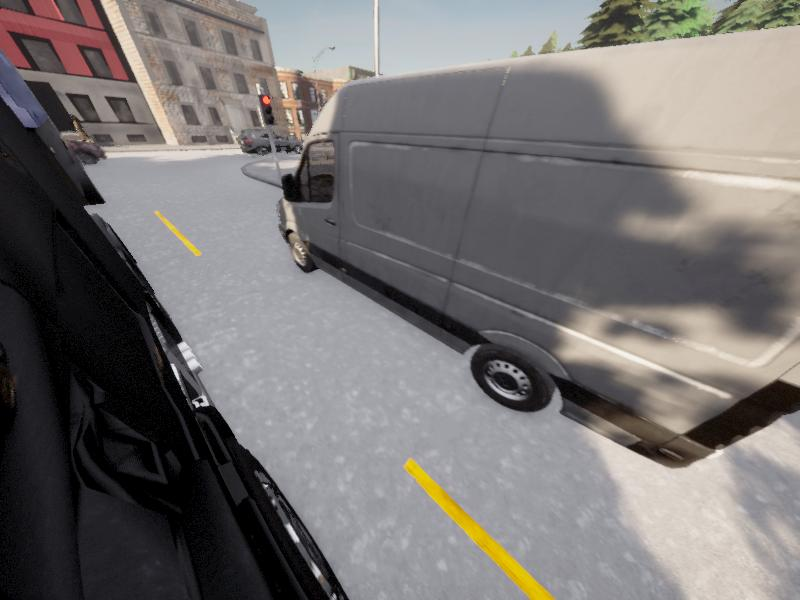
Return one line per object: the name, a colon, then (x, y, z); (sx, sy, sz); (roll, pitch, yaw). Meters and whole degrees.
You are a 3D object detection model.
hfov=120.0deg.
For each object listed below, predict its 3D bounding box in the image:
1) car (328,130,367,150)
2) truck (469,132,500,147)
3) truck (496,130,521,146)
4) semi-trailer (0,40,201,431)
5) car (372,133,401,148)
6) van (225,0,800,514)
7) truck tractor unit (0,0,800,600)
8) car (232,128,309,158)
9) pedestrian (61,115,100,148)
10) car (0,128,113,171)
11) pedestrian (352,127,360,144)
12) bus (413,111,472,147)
car: (-5.886, -18.371, 26.514); (1.851, 1.617, 3.988); (29, 44, 30)
truck: (15.167, -28.794, 41.417); (2.390, 2.098, 6.274); (29, 44, 30)
truck: (22.710, -33.912, 48.443); (2.627, 2.467, 5.204); (29, 44, 30)
semi-trailer: (-8.680, -3.618, 4.245); (14.254, 4.402, 2.717); (28, 44, 30)
car: (-1.723, -21.086, 30.481); (1.845, 1.501, 3.633); (29, 44, 30)
van: (0.378, -1.122, 3.067); (5.915, 2.561, 1.988); (29, 44, 31)
truck tractor unit: (-2.645, -0.295, 0.351); (6.516, 4.208, 3.053); (28, 44, 30)
car: (-10.053, -12.489, 18.320); (2.242, 1.667, 4.611); (31, 45, 32)
pedestrian: (-22.601, -11.942, 16.397); (0.751, 1.860, 0.751); (23, 41, 25)
car: (-17.320, -7.050, 10.759); (1.812, 1.442, 4.674); (29, 44, 30)
pedestrian: (-6.140, -23.046, 32.326); (0.751, 1.860, 0.751); (27, 43, 29)
bus: (7.071, -27.829, 37.804); (3.944, 4.253, 10.273); (29, 44, 30)
